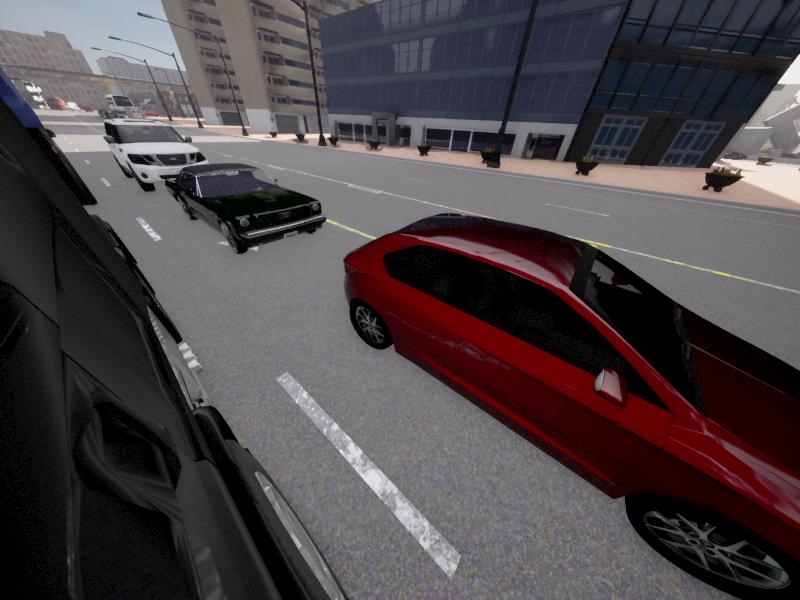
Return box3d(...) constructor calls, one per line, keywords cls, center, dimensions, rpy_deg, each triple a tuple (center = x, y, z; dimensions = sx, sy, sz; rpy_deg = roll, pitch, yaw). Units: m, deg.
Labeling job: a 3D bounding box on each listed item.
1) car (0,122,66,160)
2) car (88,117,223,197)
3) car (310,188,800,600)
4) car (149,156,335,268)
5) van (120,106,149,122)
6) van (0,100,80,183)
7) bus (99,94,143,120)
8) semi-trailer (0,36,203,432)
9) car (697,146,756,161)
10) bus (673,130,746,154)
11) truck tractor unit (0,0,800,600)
box3d(cls="car", center=(-22.275, -9.523, 13.726), dimensions=(4.902, 1.511, 2.128), rpy_deg=(28, 44, 30))
box3d(cls="car", center=(-9.754, -5.873, 9.176), dimensions=(5.566, 2.045, 2.150), rpy_deg=(28, 44, 30))
box3d(cls="car", center=(1.278, 0.188, 2.244), dimensions=(4.193, 1.474, 1.816), rpy_deg=(28, 44, 30))
box3d(cls="car", center=(-3.915, -2.477, 5.626), dimensions=(4.718, 1.301, 1.895), rpy_deg=(28, 44, 30))
box3d(cls="van", center=(-57.659, -40.371, 50.139), dimensions=(6.366, 2.431, 2.351), rpy_deg=(29, 44, 28))
box3d(cls="van", center=(-16.571, -6.879, 9.792), dimensions=(6.366, 2.431, 2.351), rpy_deg=(28, 44, 30))
box3d(cls="bus", center=(-66.088, -45.761, 54.701), dimensions=(10.273, 4.253, 3.944), rpy_deg=(29, 44, 29))
box3d(cls="semi-trailer", center=(-8.755, -3.565, 4.172), dimensions=(14.254, 4.402, 2.717), rpy_deg=(27, 43, 29))
box3d(cls="car", center=(51.639, -23.256, 36.663), dimensions=(2.038, 1.542, 4.974), rpy_deg=(-10, 39, -17))
box3d(cls="bus", center=(77.789, -39.934, 58.372), dimensions=(10.273, 4.253, 3.944), rpy_deg=(6, 37, 3))
box3d(cls="truck tractor unit", center=(-2.645, -0.295, 0.351), dimensions=(6.516, 4.208, 3.053), rpy_deg=(28, 44, 30))
